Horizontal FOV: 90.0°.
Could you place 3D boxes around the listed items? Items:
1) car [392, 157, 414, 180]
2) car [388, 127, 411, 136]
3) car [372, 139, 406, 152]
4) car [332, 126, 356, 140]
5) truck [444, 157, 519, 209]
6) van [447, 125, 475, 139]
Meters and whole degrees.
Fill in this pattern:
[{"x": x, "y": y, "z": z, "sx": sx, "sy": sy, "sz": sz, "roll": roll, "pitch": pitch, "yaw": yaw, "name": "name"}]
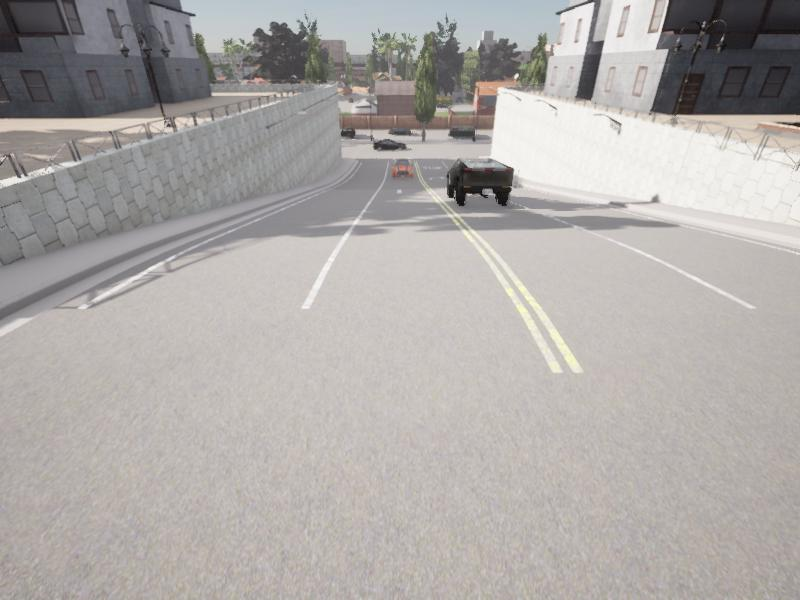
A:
[{"x": 0.267, "y": -13.295, "z": 40.239, "sx": 2.097, "sy": 1.767, "sz": 4.553, "roll": 0, "pitch": 24, "yaw": 0, "name": "car"}, {"x": -0.071, "y": -30.834, "z": 73.177, "sx": 4.181, "sy": 1.385, "sz": 1.994, "roll": 0, "pitch": 30, "yaw": 0, "name": "car"}, {"x": -1.574, "y": -23.321, "z": 60.190, "sx": 5.008, "sy": 1.535, "sz": 1.882, "roll": 0, "pitch": 30, "yaw": 0, "name": "car"}, {"x": -9.724, "y": -29.249, "z": 70.024, "sx": 3.866, "sy": 1.878, "sz": 1.905, "roll": 0, "pitch": 30, "yaw": 0, "name": "car"}, {"x": 3.777, "y": -6.011, "z": 20.054, "sx": 2.390, "sy": 2.098, "sz": 6.274, "roll": 0, "pitch": 19, "yaw": 0, "name": "truck"}, {"x": 10.671, "y": -29.363, "z": 70.014, "sx": 4.442, "sy": 1.987, "sz": 1.775, "roll": 0, "pitch": 30, "yaw": 0, "name": "van"}]
